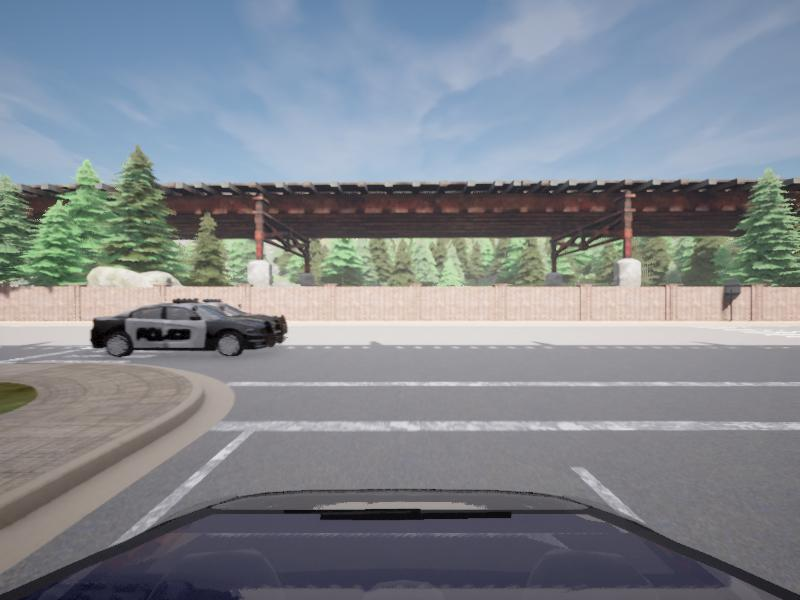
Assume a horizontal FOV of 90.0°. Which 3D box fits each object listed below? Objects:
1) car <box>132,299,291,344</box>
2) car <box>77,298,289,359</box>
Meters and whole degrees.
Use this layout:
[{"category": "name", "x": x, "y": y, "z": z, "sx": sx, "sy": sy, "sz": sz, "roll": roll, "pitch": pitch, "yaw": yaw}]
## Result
[{"category": "car", "x": -7.061, "y": 0.777, "z": 15.397, "sx": 5.238, "sy": 1.638, "sz": 1.930, "roll": 0, "pitch": 0, "yaw": -1}, {"category": "car", "x": -6.202, "y": 0.776, "z": 11.898, "sx": 5.238, "sy": 1.638, "sz": 1.930, "roll": 0, "pitch": 0, "yaw": 0}]
